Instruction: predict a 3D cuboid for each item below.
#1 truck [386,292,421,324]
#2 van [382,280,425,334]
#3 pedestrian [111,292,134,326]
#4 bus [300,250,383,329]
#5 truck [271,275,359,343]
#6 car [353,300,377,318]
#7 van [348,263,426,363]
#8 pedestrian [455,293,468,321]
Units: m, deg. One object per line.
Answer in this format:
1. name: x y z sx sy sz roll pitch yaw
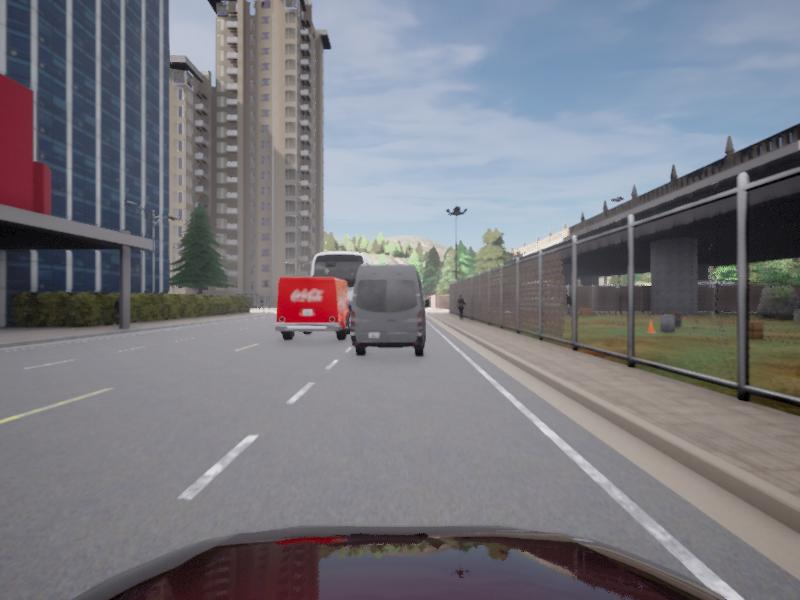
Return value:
1. truck: 0.252 0.538 30.051 2.390 2.098 6.274 0 0 0
2. van: 0.184 0.320 21.633 1.988 2.561 5.915 0 0 1
3. pedestrian: -15.217 0.482 21.924 0.751 1.860 0.751 0 0 0
4. bus: -3.398 -0.539 26.708 3.944 4.253 10.273 0 0 0
5. truck: -3.358 0.351 17.117 2.627 2.467 5.204 0 0 1
6. car: -3.184 0.796 37.438 1.801 1.575 5.366 0 0 0
7. van: -0.157 0.320 13.263 1.988 2.561 5.915 0 0 4
8. pedestrian: 4.234 0.481 27.477 0.751 1.860 0.751 0 0 16
